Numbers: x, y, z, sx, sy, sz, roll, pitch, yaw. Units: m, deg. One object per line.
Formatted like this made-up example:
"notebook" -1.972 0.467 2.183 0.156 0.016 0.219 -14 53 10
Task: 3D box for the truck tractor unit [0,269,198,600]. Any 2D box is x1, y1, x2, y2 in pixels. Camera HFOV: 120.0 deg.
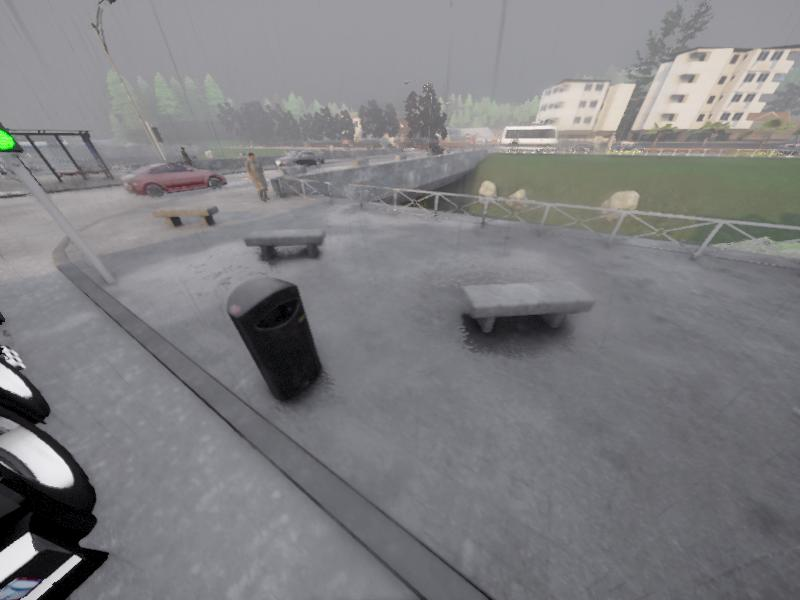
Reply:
"truck tractor unit" -5.124 -0.286 0.772 6.516 4.208 3.053 18 39 24

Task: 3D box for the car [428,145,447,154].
"car" 7.508 -29.928 45.798 1.895 1.301 4.718 18 39 24

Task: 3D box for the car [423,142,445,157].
"car" 5.377 -23.504 36.067 1.905 1.878 3.866 18 39 24

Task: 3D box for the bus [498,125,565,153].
"bus" 25.703 -31.699 45.587 10.273 4.253 3.944 20 40 26

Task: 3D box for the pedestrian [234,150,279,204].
"pedestrian" -5.775 -4.992 9.402 0.751 1.860 0.751 18 39 24

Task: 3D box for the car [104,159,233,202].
"car" -11.698 -6.388 12.091 1.994 1.385 4.181 18 39 24

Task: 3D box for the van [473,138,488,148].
"van" 24.282 -47.008 69.182 2.351 2.431 6.366 18 39 24

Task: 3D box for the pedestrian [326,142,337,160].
"pedestrian" -9.021 -19.666 30.487 0.751 1.860 0.751 17 38 23

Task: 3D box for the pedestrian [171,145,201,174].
"pedestrian" -16.430 -10.777 17.785 0.751 1.860 0.751 12 37 17

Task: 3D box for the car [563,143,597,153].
"car" 34.758 -29.470 44.717 4.892 1.490 1.837 19 39 25

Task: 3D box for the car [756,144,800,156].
"car" 56.922 -22.253 34.237 3.806 1.475 1.970 18 39 24

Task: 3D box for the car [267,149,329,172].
"car" -9.381 -13.187 21.713 2.128 1.511 4.902 19 39 25

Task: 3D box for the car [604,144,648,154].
"car" 40.880 -27.504 41.925 5.357 1.411 2.033 18 39 25
